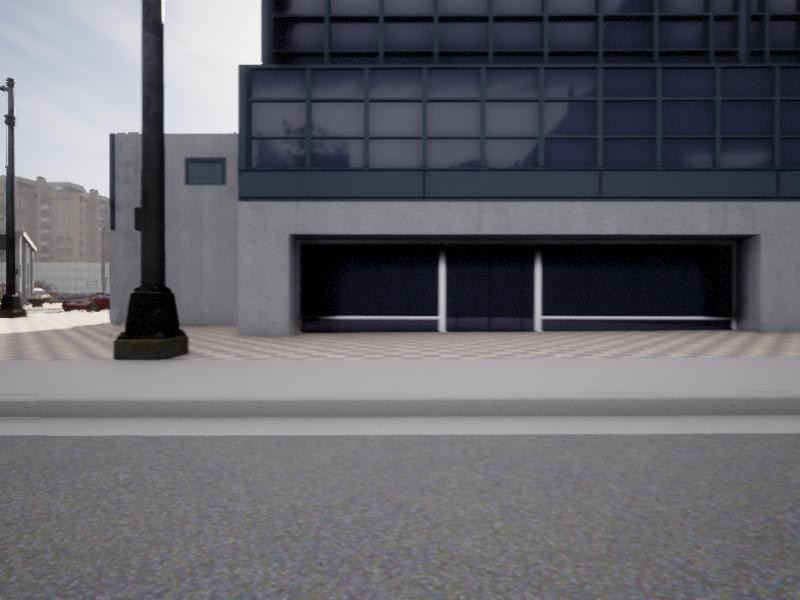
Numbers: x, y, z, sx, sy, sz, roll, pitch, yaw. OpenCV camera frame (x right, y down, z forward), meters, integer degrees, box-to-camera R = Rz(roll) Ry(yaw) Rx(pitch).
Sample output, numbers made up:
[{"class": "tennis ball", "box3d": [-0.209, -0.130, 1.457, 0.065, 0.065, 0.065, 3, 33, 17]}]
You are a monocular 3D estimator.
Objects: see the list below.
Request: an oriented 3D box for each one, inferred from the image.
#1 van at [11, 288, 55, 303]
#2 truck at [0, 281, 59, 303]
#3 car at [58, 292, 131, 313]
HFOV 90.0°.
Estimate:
[{"class": "van", "box3d": [-61.366, -0.720, 66.911, 5.915, 2.561, 1.988, 0, 0, 6]}, {"class": "truck", "box3d": [-65.677, -1.374, 70.669, 8.468, 3.827, 2.891, 0, 0, 3]}, {"class": "car", "box3d": [-21.983, 0.164, 28.984, 1.994, 1.385, 4.181, 0, 0, 2]}]
